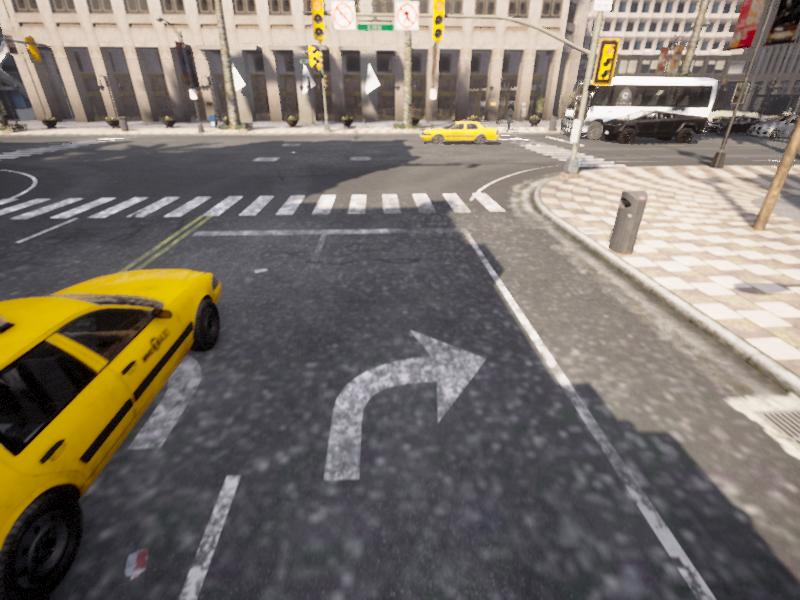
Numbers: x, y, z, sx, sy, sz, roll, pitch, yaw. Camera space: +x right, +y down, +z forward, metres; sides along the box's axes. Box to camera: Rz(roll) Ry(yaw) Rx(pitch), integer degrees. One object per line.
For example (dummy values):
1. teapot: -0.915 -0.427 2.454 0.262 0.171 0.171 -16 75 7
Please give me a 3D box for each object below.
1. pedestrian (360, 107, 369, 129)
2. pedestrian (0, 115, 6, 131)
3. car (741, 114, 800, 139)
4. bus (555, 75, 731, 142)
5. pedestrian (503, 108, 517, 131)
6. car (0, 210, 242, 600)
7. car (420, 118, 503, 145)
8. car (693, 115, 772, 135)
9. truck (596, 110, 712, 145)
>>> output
1. pedestrian: -3.385 -17.238 37.909 0.751 1.860 0.751 -2 27 -4
2. pedestrian: -36.556 -16.325 36.114 0.751 1.860 0.751 18 32 32
3. car: 30.732 -13.897 31.987 4.611 1.667 2.242 -1 27 -3
4. bus: 18.065 -14.664 30.662 10.273 4.253 3.944 0 27 -2
5. pedestrian: 9.779 -16.100 35.689 0.751 1.860 0.751 19 32 32
6. car: -3.294 0.671 3.609 1.801 1.575 5.366 -1 27 -3
7. car: 4.139 -11.652 27.691 5.366 1.575 1.801 -1 27 -3
8. car: 28.836 -15.217 34.780 4.792 1.488 2.163 -2 27 -3
9. truck: 17.692 -12.190 28.178 6.274 2.098 2.390 -1 27 -3
